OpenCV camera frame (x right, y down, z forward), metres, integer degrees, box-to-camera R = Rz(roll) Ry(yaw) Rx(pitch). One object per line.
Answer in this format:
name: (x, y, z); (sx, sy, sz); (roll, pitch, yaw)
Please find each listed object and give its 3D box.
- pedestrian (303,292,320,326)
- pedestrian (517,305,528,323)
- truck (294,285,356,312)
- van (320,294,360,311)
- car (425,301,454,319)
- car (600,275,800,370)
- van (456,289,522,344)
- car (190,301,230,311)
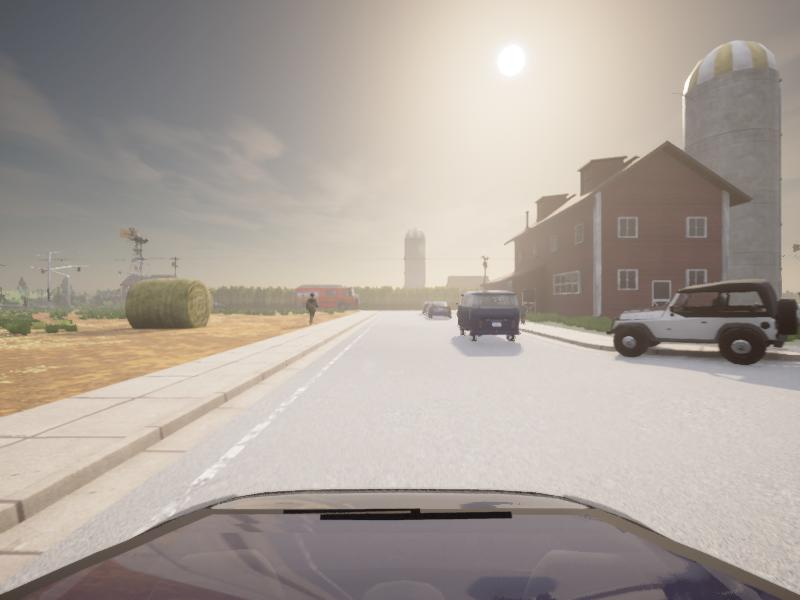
pedestrian: (-4.961, 0.495, 22.509); (0.751, 1.860, 0.751); (0, 0, 3)
pedestrian: (7.647, 0.879, 24.979); (0.500, 1.100, 0.500); (0, 0, -15)
truck: (-10.789, -0.269, 58.412); (8.468, 3.827, 2.891); (0, 0, 1)
van: (-9.187, 0.376, 61.898); (5.915, 2.561, 1.988); (0, 0, 1)
car: (3.511, 0.869, 36.697); (2.163, 1.488, 4.792); (0, 0, 0)
car: (7.669, 0.495, 10.409); (1.905, 1.878, 3.866); (-8, 3, -42)
van: (3.506, 0.608, 16.656); (1.775, 1.987, 4.442); (0, 0, 0)
car: (-27.844, 0.899, 58.699); (4.792, 1.488, 2.163); (0, 0, 1)
